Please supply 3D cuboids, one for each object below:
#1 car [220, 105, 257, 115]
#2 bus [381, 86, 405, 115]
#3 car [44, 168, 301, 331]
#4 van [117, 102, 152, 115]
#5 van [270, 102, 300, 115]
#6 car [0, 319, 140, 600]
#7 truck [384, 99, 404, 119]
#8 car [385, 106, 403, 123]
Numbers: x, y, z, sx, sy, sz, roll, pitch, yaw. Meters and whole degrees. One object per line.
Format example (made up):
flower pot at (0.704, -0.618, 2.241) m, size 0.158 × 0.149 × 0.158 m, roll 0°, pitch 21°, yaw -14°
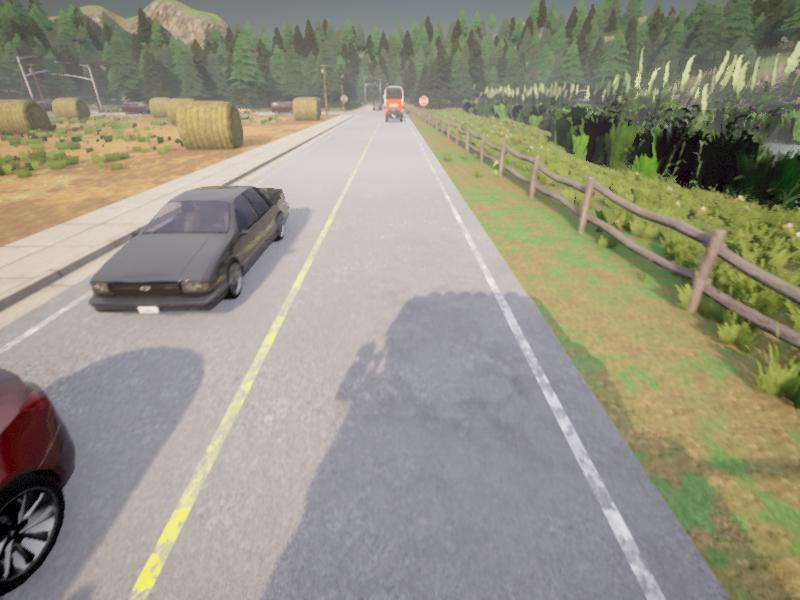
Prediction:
car at (-27.758, -32.769, 68.952) m, size 5.366 × 1.575 × 1.801 m, roll -2°, pitch 27°, yaw -3°
bus at (-1.195, -35.529, 71.154) m, size 3.944 × 4.253 × 10.273 m, roll 0°, pitch 27°, yaw -1°
car at (-3.610, -1.415, 7.877) m, size 2.033 × 1.411 × 5.357 m, roll 0°, pitch 27°, yaw -1°
van at (-47.008, -33.988, 70.925) m, size 4.442 × 1.987 × 1.775 m, roll -2°, pitch 27°, yaw -3°
van at (-19.900, -33.205, 69.277) m, size 4.442 × 1.987 × 1.775 m, roll -2°, pitch 27°, yaw -3°
car at (-3.510, 1.914, 1.300) m, size 2.163 × 1.488 × 4.792 m, roll 0°, pitch 27°, yaw -1°
truck at (-0.851, -27.201, 56.896) m, size 2.627 × 2.467 × 5.204 m, roll 0°, pitch 27°, yaw -1°
car at (-0.758, -23.614, 50.837) m, size 2.152 × 1.651 × 5.027 m, roll 0°, pitch 27°, yaw -1°
